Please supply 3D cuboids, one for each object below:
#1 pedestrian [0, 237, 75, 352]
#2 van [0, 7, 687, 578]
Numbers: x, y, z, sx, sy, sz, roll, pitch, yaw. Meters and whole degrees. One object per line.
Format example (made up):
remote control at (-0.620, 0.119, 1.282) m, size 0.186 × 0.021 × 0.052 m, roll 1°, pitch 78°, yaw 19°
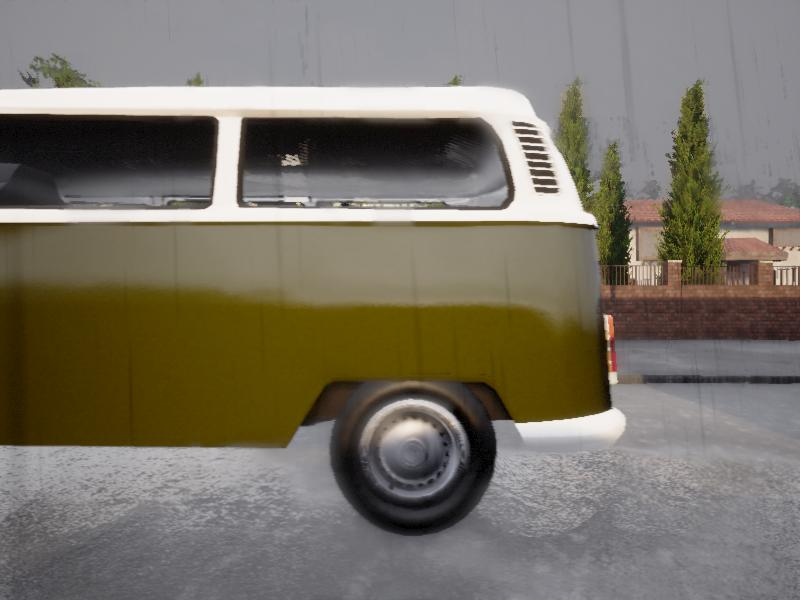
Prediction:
pedestrian at (-6.235, -0.089, 6.837) m, size 0.751 × 1.860 × 0.751 m, roll 0°, pitch 0°, yaw 7°
van at (-1.217, -0.037, 2.476) m, size 4.480 × 2.038 × 2.069 m, roll 0°, pitch 0°, yaw 0°
